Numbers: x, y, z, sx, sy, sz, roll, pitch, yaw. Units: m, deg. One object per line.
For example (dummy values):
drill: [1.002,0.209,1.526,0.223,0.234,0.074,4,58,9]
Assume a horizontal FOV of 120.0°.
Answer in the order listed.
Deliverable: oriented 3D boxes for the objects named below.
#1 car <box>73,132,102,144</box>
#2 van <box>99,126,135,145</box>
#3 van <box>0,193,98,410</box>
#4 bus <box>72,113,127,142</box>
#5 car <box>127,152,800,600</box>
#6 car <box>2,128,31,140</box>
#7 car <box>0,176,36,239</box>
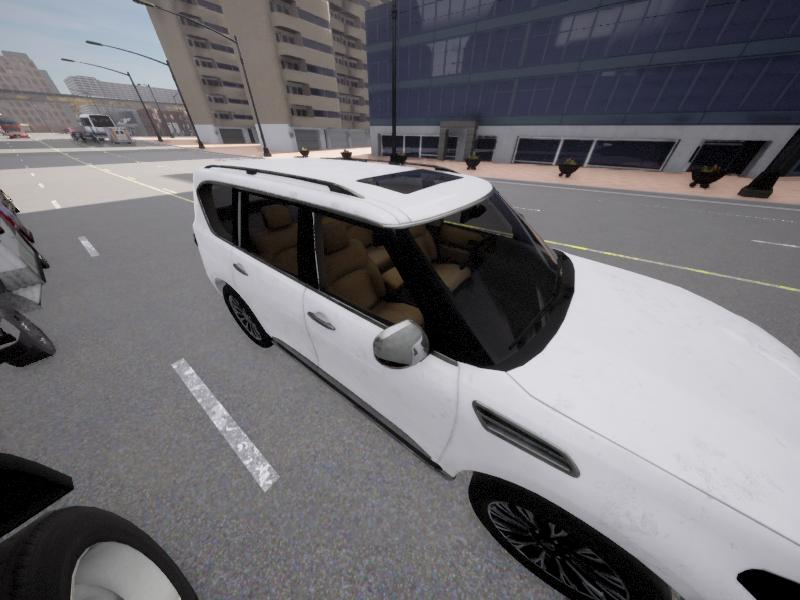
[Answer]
car: [-56.384,-29.255,41.683,4.902,1.511,2.128,24,42,27]
van: [-51.774,-30.139,42.299,6.366,2.431,2.351,24,42,27]
van: [-6.909,-0.727,2.802,6.366,2.431,2.351,22,41,28]
bus: [-60.731,-34.801,46.653,10.273,4.253,3.944,24,41,27]
car: [-0.021,-0.211,2.438,5.566,2.045,2.150,23,41,28]
car: [-74.289,-32.180,44.806,4.611,1.667,2.242,26,42,30]
car: [-12.933,-2.856,6.570,4.902,1.511,2.128,22,41,28]
